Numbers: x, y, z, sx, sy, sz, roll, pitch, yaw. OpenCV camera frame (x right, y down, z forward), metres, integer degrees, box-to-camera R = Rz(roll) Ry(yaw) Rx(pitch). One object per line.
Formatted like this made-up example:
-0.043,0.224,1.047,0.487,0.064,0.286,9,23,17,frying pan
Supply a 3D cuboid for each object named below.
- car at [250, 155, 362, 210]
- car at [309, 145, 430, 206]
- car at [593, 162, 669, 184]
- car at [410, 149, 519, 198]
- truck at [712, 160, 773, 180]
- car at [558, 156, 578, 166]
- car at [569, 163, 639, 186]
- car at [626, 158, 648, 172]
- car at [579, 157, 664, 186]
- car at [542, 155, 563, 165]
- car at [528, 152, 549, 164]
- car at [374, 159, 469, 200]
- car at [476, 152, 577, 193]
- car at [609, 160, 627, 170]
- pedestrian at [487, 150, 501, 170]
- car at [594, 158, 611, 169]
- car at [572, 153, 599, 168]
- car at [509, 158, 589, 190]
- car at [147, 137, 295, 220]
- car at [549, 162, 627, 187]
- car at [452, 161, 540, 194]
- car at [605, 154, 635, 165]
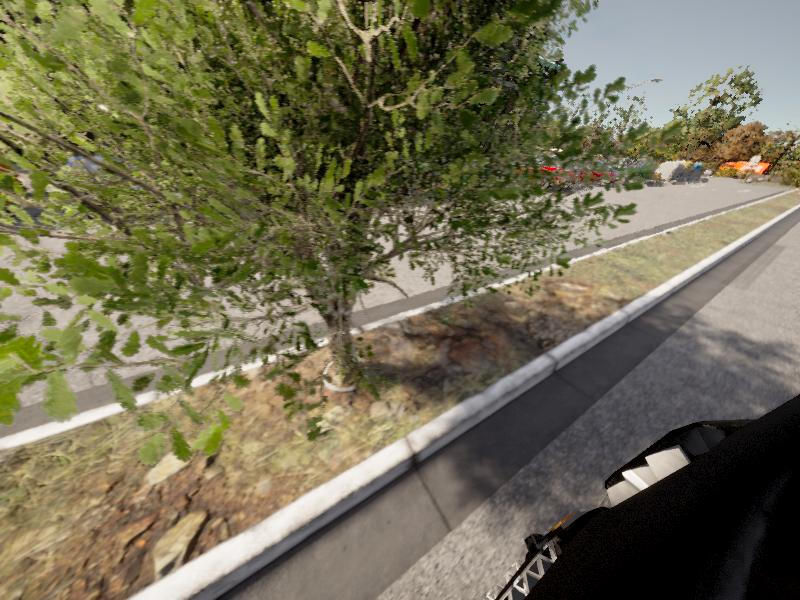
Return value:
-4.214,-5.371,10.211,5.008,1.535,2.097,26,40,32,car
-1.628,-6.330,11.390,5.566,2.045,2.435,26,40,32,car
24.355,-13.611,24.663,5.366,1.575,1.946,26,40,32,car
3.627,-7.798,13.985,5.566,2.045,2.435,26,40,32,car
60.020,-22.849,40.615,2.627,2.467,5.204,-14,39,-26,truck
31.089,-25.702,42.754,2.002,1.452,4.674,28,40,31,car
19.255,-12.007,21.991,4.674,1.452,2.002,26,40,32,car
48.021,-27.391,46.972,2.435,2.045,5.566,28,39,31,car
21.858,-13.004,23.141,5.566,2.045,2.435,26,40,32,car
29.646,-27.221,44.842,2.231,1.521,4.892,27,40,32,car
28.195,-28.805,46.869,2.185,1.767,4.553,27,40,32,car
1.014,-6.819,12.827,4.792,1.488,2.163,26,40,32,car
8.835,-9.282,16.601,5.566,2.045,2.435,26,40,32,car
46.525,-28.686,49.246,2.231,1.521,4.892,28,39,31,car
10.943,-16.334,26.974,0.751,1.860,0.751,-17,39,-29,pedestrian
45.036,-30.302,51.314,2.185,1.767,4.553,28,39,31,car
32.535,-24.443,40.459,2.435,2.045,5.566,28,40,31,car
11.431,-9.909,17.964,4.553,1.767,2.185,26,40,32,car
-6.829,-4.845,8.774,5.566,2.045,2.435,26,40,32,car
16.629,-11.298,20.664,5.008,1.535,2.097,26,40,32,car
6.218,-8.304,15.445,4.792,1.488,2.163,26,40,32,car
51.057,-32.698,53.663,2.007,1.525,4.514,-14,41,-26,car
